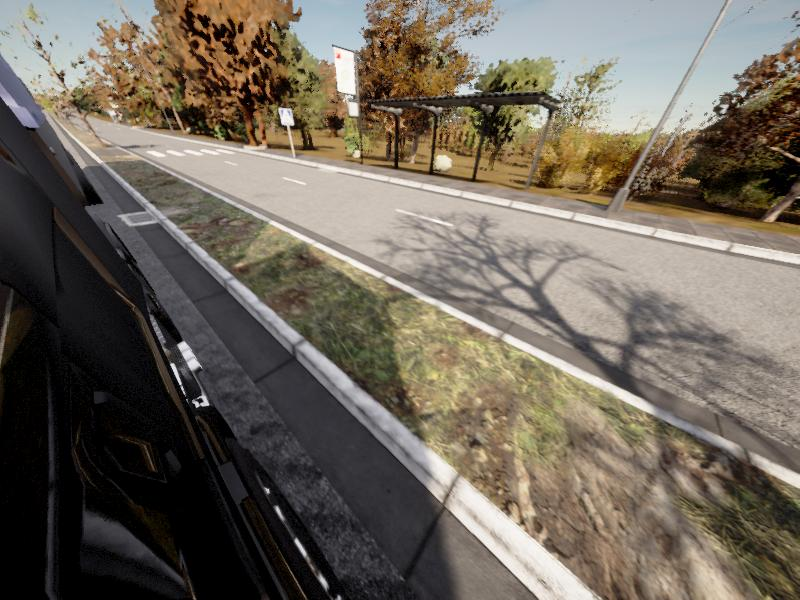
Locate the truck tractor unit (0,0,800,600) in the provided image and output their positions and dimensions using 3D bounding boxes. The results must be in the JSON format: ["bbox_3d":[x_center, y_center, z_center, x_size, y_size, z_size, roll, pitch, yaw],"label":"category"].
[{"bbox_3d":[-2.645,-0.295,0.352,6.516,4.208,3.053,28,44,30],"label":"truck tractor unit"}]

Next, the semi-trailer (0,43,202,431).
[{"bbox_3d":[-8.698,-3.605,4.230,14.254,4.402,2.717,28,44,30],"label":"semi-trailer"}]
